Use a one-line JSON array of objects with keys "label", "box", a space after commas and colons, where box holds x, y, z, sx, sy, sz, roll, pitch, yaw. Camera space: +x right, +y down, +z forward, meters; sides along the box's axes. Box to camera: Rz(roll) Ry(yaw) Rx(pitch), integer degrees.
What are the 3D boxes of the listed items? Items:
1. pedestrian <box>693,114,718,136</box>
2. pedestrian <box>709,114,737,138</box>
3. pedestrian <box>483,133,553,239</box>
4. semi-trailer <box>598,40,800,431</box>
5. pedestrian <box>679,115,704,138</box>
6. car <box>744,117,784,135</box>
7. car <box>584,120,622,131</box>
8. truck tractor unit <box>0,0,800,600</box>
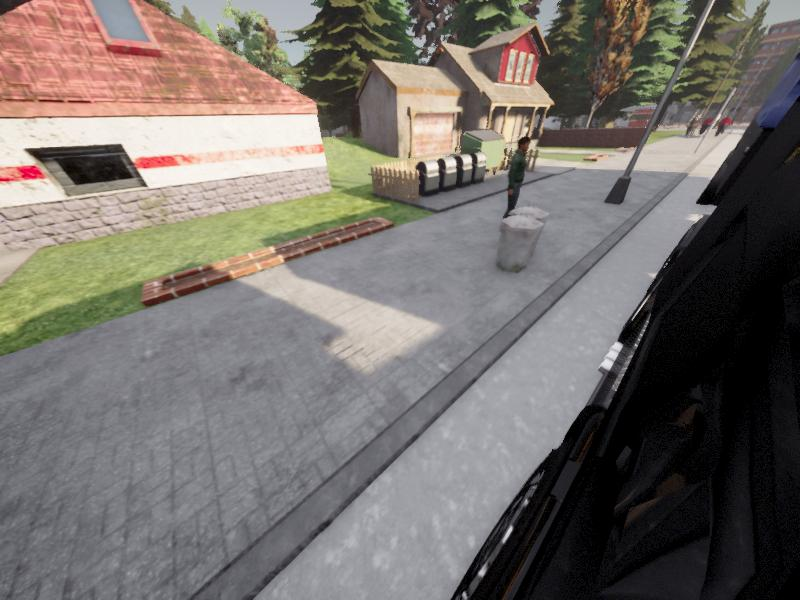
[{"label": "pedestrian", "box": [33.193, -18.978, 25.112, 0.751, 1.860, 0.751, -25, 42, -27]}, {"label": "pedestrian", "box": [31.320, -16.897, 22.453, 0.751, 1.860, 0.751, 29, 47, 35]}, {"label": "pedestrian", "box": [2.435, -2.388, 4.915, 0.751, 1.860, 0.751, 22, 43, 29]}, {"label": "semi-trailer", "box": [8.692, -3.610, 4.232, 14.254, 4.402, 2.717, -28, 44, -30]}, {"label": "pedestrian", "box": [29.993, -17.847, 23.804, 0.751, 1.860, 0.751, -23, 41, -25]}, {"label": "car", "box": [40.758, -19.571, 25.964, 4.193, 1.474, 1.816, -28, 44, -30]}, {"label": "car", "box": [40.896, -35.205, 46.683, 2.152, 1.651, 5.027, -28, 44, -30]}, {"label": "truck tractor unit", "box": [2.645, -0.295, 0.351, 6.516, 4.208, 3.053, -28, 44, -30]}]
